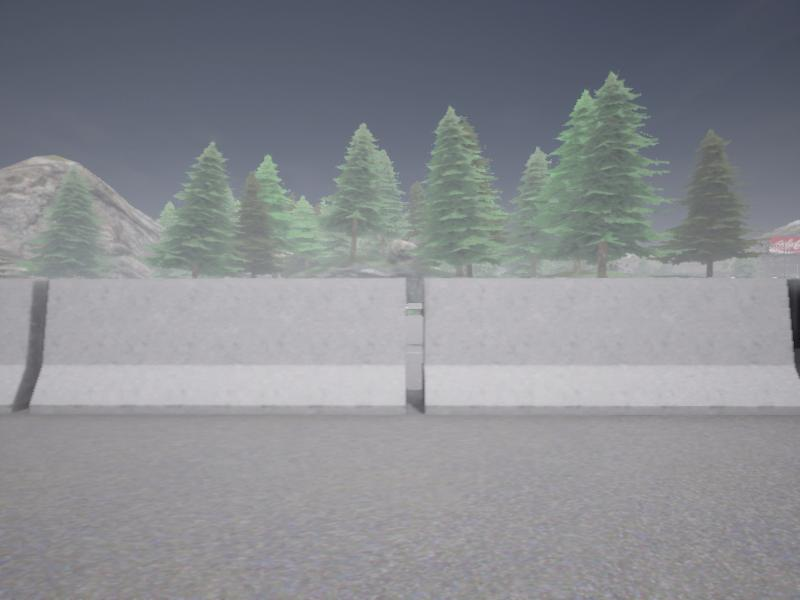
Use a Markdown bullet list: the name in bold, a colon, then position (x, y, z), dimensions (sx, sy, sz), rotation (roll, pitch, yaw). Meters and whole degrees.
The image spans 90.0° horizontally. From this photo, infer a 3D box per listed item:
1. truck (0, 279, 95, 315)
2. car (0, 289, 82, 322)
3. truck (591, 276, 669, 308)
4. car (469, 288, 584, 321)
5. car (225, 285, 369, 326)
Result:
- **truck**: position (-26.398, -0.227, 30.305), dimensions (2.627, 2.467, 5.204), rotation (0, 0, 0)
- **car**: position (-18.249, 0.230, 19.756), dimensions (3.705, 1.549, 1.789), rotation (0, 1, 3)
- **truck**: position (29.670, -0.963, 51.899), dimensions (8.468, 3.827, 2.891), rotation (0, 0, 40)
- **car**: position (6.081, 0.225, 19.700), dimensions (4.974, 1.542, 2.038), rotation (0, 0, 0)
- **car**: position (-4.007, 0.206, 16.200), dimensions (5.366, 1.575, 1.801), rotation (0, 0, 0)
